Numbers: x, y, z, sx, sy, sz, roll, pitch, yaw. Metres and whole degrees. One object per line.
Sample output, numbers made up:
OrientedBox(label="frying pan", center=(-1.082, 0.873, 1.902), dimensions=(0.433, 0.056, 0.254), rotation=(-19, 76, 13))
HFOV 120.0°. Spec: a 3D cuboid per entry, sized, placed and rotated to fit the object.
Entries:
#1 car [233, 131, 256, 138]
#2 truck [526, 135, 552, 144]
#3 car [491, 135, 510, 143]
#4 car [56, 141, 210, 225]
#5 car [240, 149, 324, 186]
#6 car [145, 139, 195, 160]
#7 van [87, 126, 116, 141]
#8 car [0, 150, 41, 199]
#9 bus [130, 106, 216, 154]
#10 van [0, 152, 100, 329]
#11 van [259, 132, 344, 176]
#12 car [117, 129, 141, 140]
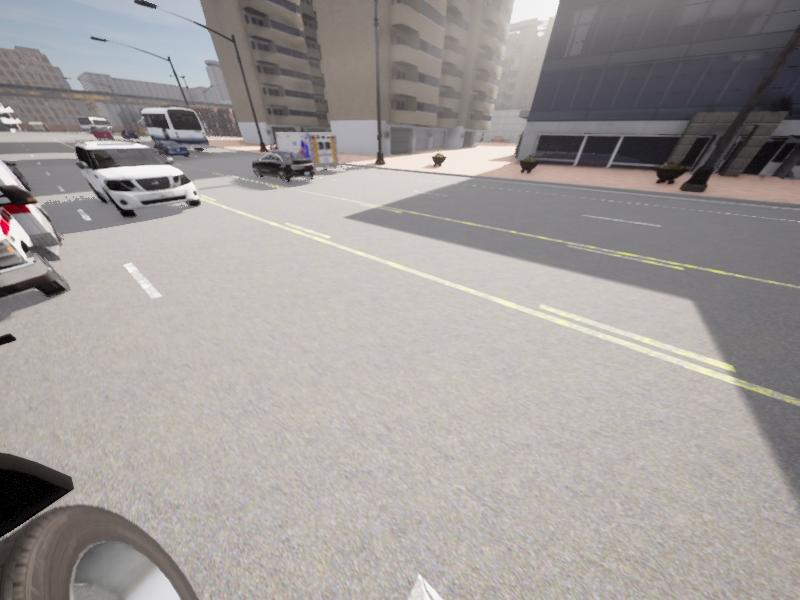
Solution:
OrientedBox(label="car", center=(-44.974, -47.934, 66.934), dimensions=(2.242, 1.667, 4.611), rotation=(25, 42, 29))
OrientedBox(label="truck", center=(42.829, -49.560, 71.171), dimensions=(6.274, 2.098, 2.390), rotation=(25, 42, 29))
OrientedBox(label="car", center=(29.744, -47.780, 68.596), dimensions=(4.553, 1.767, 2.097), rotation=(25, 42, 29))
OrientedBox(label="car", center=(-9.907, -4.609, 8.570), dimensions=(5.566, 2.045, 2.150), rotation=(23, 41, 28))
OrientedBox(label="car", center=(-7.238, -8.256, 14.210), dimensions=(4.902, 1.511, 2.128), rotation=(24, 41, 28))
OrientedBox(label="car", center=(-23.813, -15.619, 23.904), dimensions=(5.357, 1.411, 2.033), rotation=(25, 42, 28))
OrientedBox(label="van", center=(-50.235, -28.054, 38.862), dimensions=(4.442, 1.987, 1.775), rotation=(24, 42, 28))
OrientedBox(label="car", center=(-18.776, -5.734, 10.412), dimensions=(4.902, 1.511, 2.128), rotation=(24, 41, 28))
OrientedBox(label="bus", center=(-28.742, -21.561, 29.272), dimensions=(10.273, 4.253, 3.944), rotation=(25, 42, 27))
OrientedBox(label="van", center=(-8.378, -1.594, 3.995), dimensions=(6.366, 2.431, 2.351), rotation=(23, 41, 29))
OrientedBox(label="van", center=(-7.560, -11.295, 17.673), dimensions=(6.366, 2.431, 2.351), rotation=(24, 41, 28))
OrientedBox(label="car", center=(-49.005, -29.878, 41.784), dimensions=(3.633, 1.501, 1.845), rotation=(24, 42, 28))
